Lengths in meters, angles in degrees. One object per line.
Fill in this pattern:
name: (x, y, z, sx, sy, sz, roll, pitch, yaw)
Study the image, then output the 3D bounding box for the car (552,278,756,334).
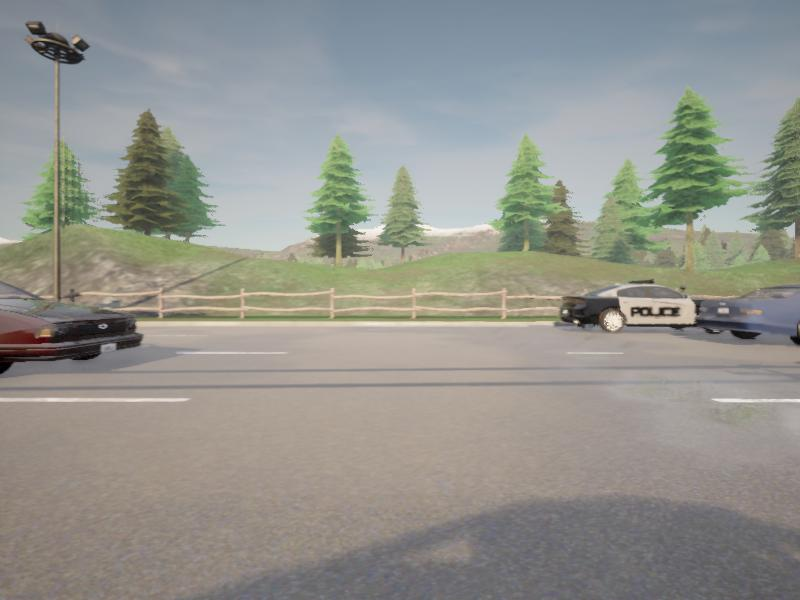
car: (7.812, 0.175, 12.693, 5.238, 1.638, 1.930, 0, 0, 0)

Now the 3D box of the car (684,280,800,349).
car: (9.932, 0.300, 9.188, 5.357, 1.411, 2.033, 0, 0, 0)

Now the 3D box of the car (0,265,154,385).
car: (-6.819, 0.290, 5.710, 5.357, 1.411, 2.033, 0, 0, 0)
